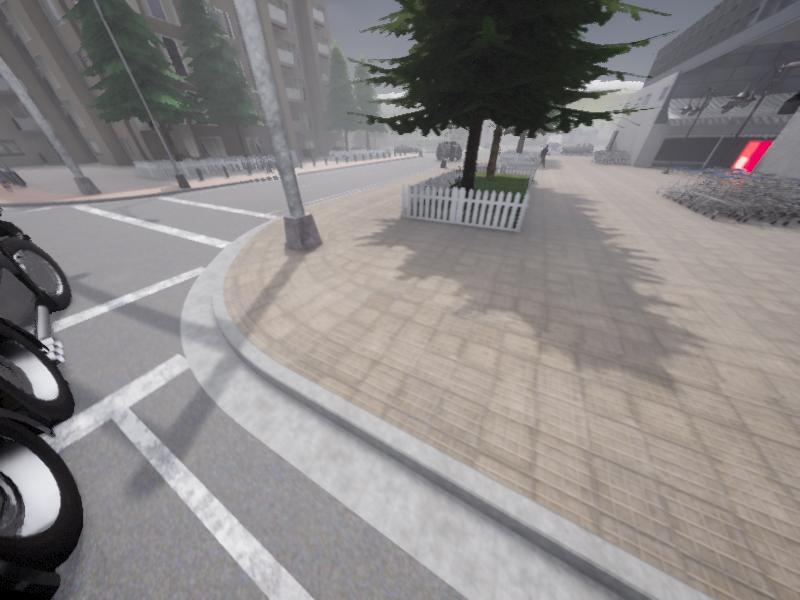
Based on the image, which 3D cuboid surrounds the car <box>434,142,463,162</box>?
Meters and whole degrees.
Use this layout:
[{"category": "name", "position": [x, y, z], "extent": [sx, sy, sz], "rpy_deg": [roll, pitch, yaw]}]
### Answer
[{"category": "car", "position": [6.652, -20.056, 31.126], "extent": [2.150, 2.045, 5.566], "rpy_deg": [15, 38, 21]}]

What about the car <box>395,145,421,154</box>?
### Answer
[{"category": "car", "position": [1.546, -30.091, 46.107], "extent": [4.792, 1.488, 2.163], "rpy_deg": [12, 37, 18]}]

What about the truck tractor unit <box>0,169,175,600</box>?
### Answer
[{"category": "truck tractor unit", "position": [-4.941, -0.441, 0.992], "extent": [6.516, 4.208, 3.053], "rpy_deg": [25, 42, 31]}]
